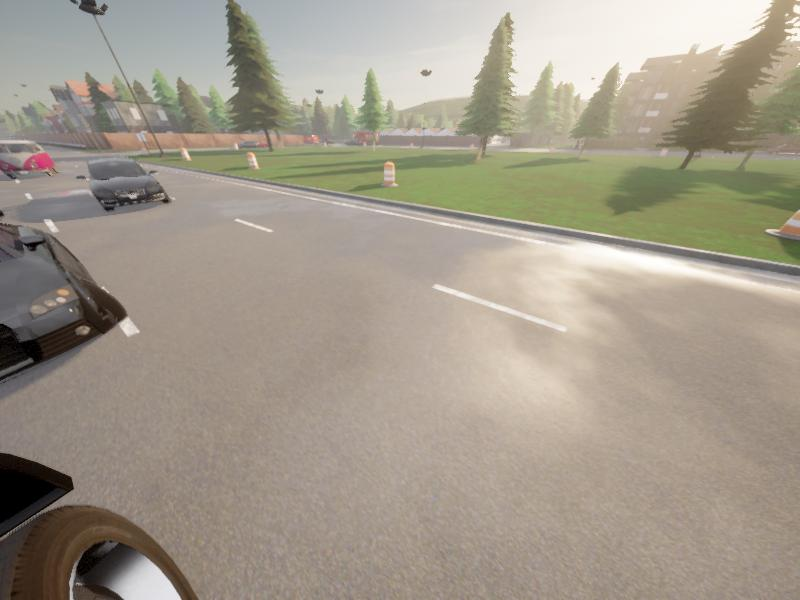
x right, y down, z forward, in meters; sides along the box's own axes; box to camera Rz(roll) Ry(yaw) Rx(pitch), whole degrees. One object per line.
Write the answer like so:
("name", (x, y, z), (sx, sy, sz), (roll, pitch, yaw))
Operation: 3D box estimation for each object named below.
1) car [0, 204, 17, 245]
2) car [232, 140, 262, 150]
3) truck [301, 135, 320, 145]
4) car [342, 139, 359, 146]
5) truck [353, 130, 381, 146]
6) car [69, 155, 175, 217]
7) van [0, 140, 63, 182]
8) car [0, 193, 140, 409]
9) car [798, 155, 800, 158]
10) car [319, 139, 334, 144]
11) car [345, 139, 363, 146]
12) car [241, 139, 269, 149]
("car", (-12.671, -2.516, 5.970), (5.027, 1.651, 2.152), (22, 41, 27))
("car", (-31.591, -32.048, 47.742), (2.007, 1.525, 4.514), (18, 39, 23))
("truck", (-29.540, -52.843, 76.260), (5.204, 2.467, 2.627), (22, 41, 27))
("car", (-15.486, -49.059, 71.976), (5.027, 1.651, 2.152), (22, 41, 27))
("truck", (-10.291, -50.466, 71.837), (8.468, 3.827, 2.891), (22, 41, 27))
("car", (-11.060, -4.757, 9.258), (4.892, 1.490, 1.837), (29, 45, 34))
("van", (-24.106, -9.023, 14.788), (4.442, 1.987, 1.775), (30, 45, 35))
("car", (-5.714, -0.180, 2.952), (4.181, 1.385, 1.994), (22, 43, 28))
("car", (58.030, -19.956, 31.043), (3.988, 1.617, 1.851), (22, 41, 27))
("car", (-25.246, -54.588, 79.613), (4.792, 1.488, 2.163), (22, 41, 27))
("car", (-13.421, -45.870, 67.311), (4.611, 1.667, 2.242), (22, 41, 27))
("car", (-32.500, -34.988, 51.821), (2.242, 1.667, 4.611), (21, 40, 27))
